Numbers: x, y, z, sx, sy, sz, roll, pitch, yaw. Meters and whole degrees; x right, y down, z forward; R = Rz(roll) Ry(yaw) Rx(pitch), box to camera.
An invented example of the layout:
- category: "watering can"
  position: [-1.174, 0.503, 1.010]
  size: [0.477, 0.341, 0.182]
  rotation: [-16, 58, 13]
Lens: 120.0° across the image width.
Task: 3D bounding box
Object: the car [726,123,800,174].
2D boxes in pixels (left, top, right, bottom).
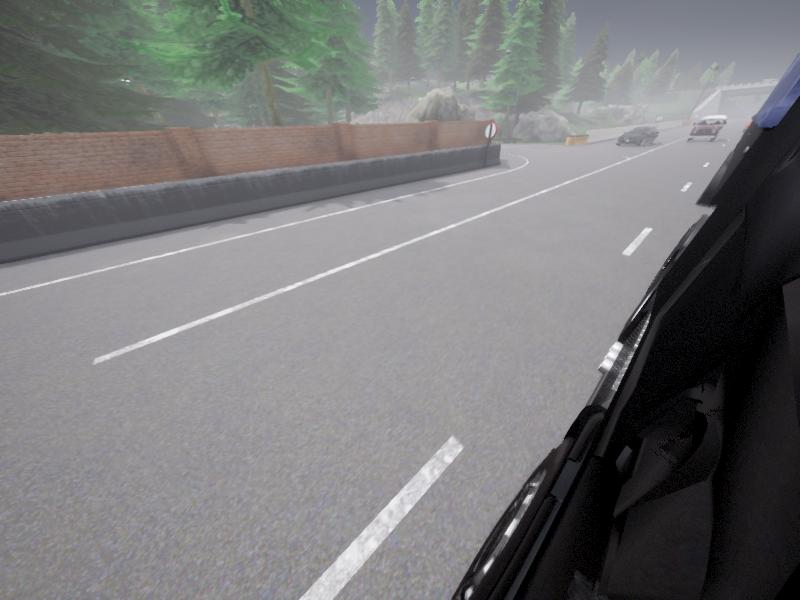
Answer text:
- category: "car"
  position: [18.151, -7.455, 11.199]
  size: [4.856, 1.649, 2.033]
  rotation: [-28, 44, -30]

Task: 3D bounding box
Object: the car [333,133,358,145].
- category: "car"
  position: [-9.871, -28.942, 41.512]
  size: [2.038, 1.542, 4.974]
  rotation: [-28, 44, -30]

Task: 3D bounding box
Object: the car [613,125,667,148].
- category: "car"
  position: [22.562, -15.401, 21.714]
  size: [4.892, 1.490, 1.837]
  rotation: [-23, 42, -25]

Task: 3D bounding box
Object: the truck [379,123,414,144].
- category: "truck"
  position: [-0.566, -26.110, 36.362]
  size: [2.627, 2.467, 5.204]
  rotation: [-27, 43, -29]

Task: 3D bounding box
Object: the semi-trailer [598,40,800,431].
- category: "semi-trailer"
  position: [8.700, -3.591, 4.246]
  size: [14.254, 4.402, 2.717]
  rotation: [-28, 44, -30]

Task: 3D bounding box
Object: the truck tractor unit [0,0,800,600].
- category: "truck tractor unit"
  position: [2.645, -0.295, 0.351]
  size: [6.516, 4.208, 3.053]
  rotation: [-28, 44, -30]

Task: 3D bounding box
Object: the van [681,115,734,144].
- category: "van"
  position: [29.626, -16.459, 22.247]
  size: [4.480, 2.038, 2.069]
  rotation: [-28, 44, -30]
